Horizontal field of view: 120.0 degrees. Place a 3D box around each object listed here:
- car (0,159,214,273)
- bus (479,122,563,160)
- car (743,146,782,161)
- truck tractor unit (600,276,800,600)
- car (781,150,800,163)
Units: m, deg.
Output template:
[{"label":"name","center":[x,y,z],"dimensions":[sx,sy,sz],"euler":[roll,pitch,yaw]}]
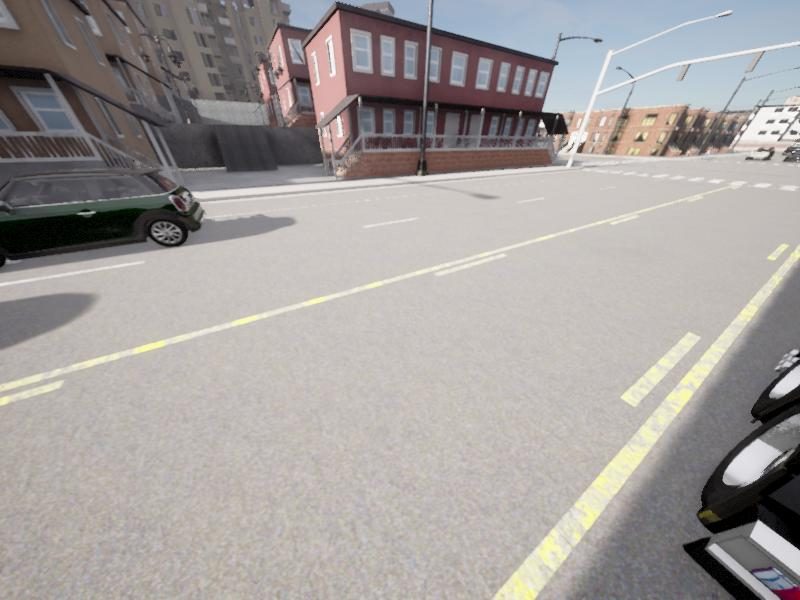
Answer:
[{"label":"car","center":[-7.550,-2.117,5.375],"dimensions":[4.553,1.767,2.097],"euler":[-18,39,-24]},{"label":"bus","center":[17.605,-24.103,35.095],"dimensions":[3.944,4.253,10.273],"euler":[-18,39,-24]},{"label":"car","center":[54.621,-22.132,34.821],"dimensions":[4.605,1.855,1.932],"euler":[-18,39,-24]},{"label":"truck tractor unit","center":[5.137,-0.272,0.789],"dimensions":[6.516,4.208,3.053],"euler":[-17,38,-24]},{"label":"car","center":[56.186,-20.120,32.400],"dimensions":[4.181,1.385,1.994],"euler":[-18,39,-24]}]
